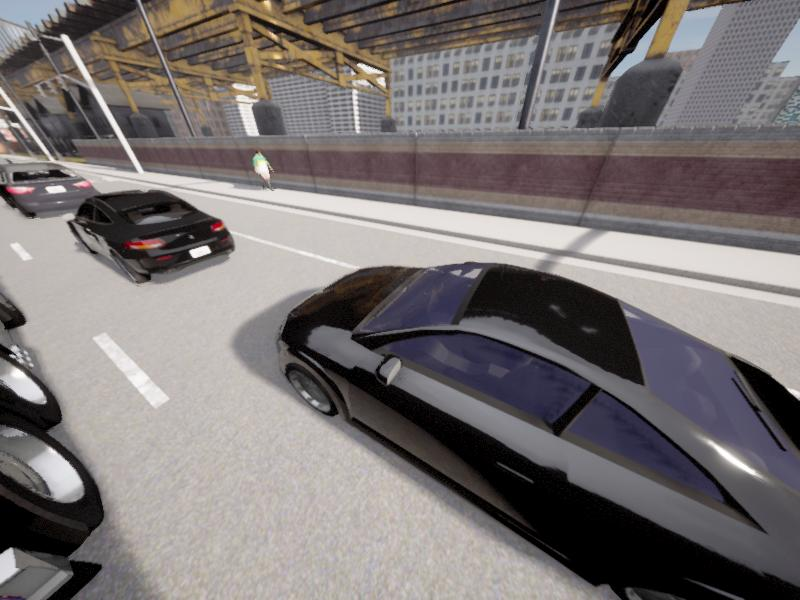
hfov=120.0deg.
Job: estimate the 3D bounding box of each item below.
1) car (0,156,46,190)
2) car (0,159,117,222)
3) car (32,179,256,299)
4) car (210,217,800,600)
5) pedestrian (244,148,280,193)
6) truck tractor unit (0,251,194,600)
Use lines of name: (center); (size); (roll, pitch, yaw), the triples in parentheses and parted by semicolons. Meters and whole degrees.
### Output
car: (-25.585, -8.199, 14.802); (4.902, 1.511, 2.128); (18, 39, 25)
car: (-14.492, -4.639, 9.413); (4.611, 1.667, 2.242); (18, 39, 24)
car: (-5.826, -1.715, 5.301); (4.674, 1.442, 1.812); (18, 39, 24)
car: (0.708, 0.452, 2.173); (4.181, 1.385, 1.994); (18, 39, 25)
pedestrian: (-6.750, -6.377, 11.368); (0.751, 1.860, 0.751); (18, 39, 25)
truck tractor unit: (-5.114, -0.295, 0.823); (6.516, 4.208, 3.053); (18, 40, 26)
